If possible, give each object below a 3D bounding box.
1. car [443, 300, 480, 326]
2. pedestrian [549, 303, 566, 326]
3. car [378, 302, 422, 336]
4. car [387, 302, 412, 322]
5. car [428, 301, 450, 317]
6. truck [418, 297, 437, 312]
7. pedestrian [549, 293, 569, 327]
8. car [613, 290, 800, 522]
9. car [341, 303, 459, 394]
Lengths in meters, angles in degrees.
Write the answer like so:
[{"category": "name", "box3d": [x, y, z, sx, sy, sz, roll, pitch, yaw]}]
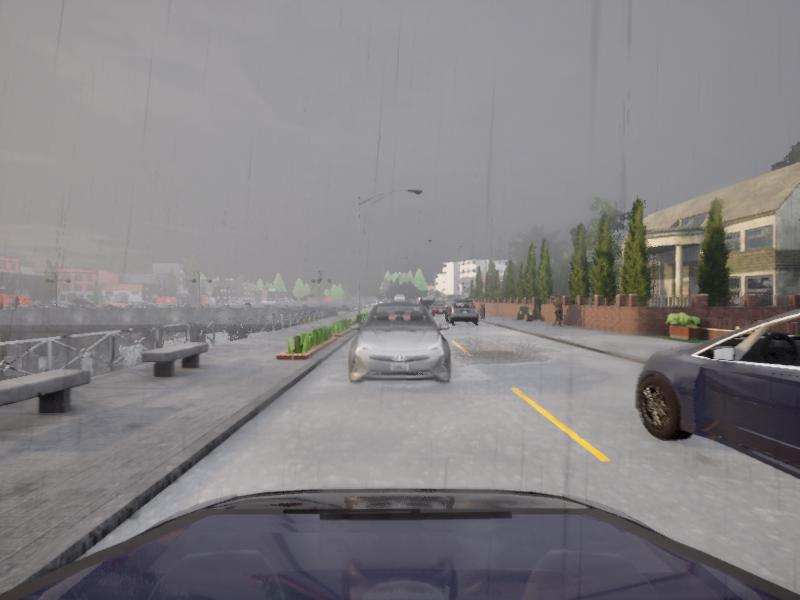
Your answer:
[{"category": "car", "box3d": [3.988, 0.810, 26.541, 1.851, 1.617, 3.988, 0, 0, 0]}, {"category": "pedestrian", "box3d": [9.287, 0.832, 23.629, 0.751, 1.300, 0.751, 0, 0, 4]}, {"category": "car", "box3d": [-0.008, 0.845, 20.260, 2.007, 1.525, 4.514, 0, 0, 0]}, {"category": "car", "box3d": [-0.016, 0.880, 31.513, 1.816, 1.474, 4.193, 0, 0, 0]}, {"category": "car", "box3d": [3.979, 0.887, 41.083, 1.816, 1.474, 4.193, 0, 0, 0]}, {"category": "truck", "box3d": [3.973, 0.590, 59.279, 2.390, 2.098, 6.274, 0, 0, 0]}, {"category": "pedestrian", "box3d": [8.741, 0.551, 22.051, 0.751, 1.860, 0.751, 0, 0, -6]}, {"category": "car", "box3d": [3.995, 0.759, 3.098, 2.242, 1.667, 4.611, 0, 0, 0]}, {"category": "car", "box3d": [-0.004, 0.836, 9.044, 2.007, 1.525, 4.514, 0, 0, 0]}]
